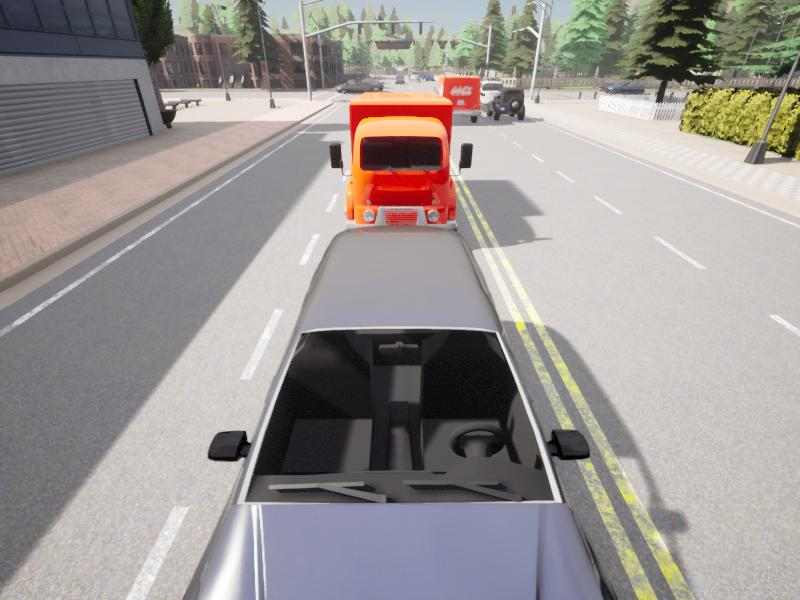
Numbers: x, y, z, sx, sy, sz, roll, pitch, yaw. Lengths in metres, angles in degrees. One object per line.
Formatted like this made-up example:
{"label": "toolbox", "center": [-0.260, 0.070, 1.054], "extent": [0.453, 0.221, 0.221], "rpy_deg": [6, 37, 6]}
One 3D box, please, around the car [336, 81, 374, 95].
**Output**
{"label": "car", "center": [-5.618, -26.565, 50.077], "extent": [4.514, 1.525, 2.007], "rpy_deg": [0, 30, 0]}

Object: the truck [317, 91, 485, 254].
{"label": "truck", "center": [0.010, -3.248, 9.134], "extent": [2.627, 2.467, 5.204], "rpy_deg": [0, 30, 0]}

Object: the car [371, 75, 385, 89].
{"label": "car", "center": [-3.455, -34.789, 63.830], "extent": [2.097, 1.767, 4.553], "rpy_deg": [0, 30, 0]}

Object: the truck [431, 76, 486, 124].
{"label": "truck", "center": [3.527, -12.772, 25.400], "extent": [2.627, 2.467, 5.204], "rpy_deg": [0, 29, 0]}

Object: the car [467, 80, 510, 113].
{"label": "car", "center": [7.025, -16.593, 32.410], "extent": [2.150, 2.045, 5.566], "rpy_deg": [0, 30, 0]}

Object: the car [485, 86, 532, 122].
{"label": "car", "center": [7.024, -12.957, 26.336], "extent": [1.905, 1.878, 3.866], "rpy_deg": [0, 30, 0]}

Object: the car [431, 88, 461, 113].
{"label": "car", "center": [3.527, -15.618, 31.252], "extent": [1.845, 1.501, 3.633], "rpy_deg": [0, 30, 0]}

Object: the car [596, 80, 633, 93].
{"label": "car", "center": [28.225, -28.129, 52.644], "extent": [3.633, 1.501, 1.845], "rpy_deg": [0, 30, 0]}

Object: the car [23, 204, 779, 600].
{"label": "car", "center": [-0.007, 0.769, 3.059], "extent": [2.242, 1.667, 4.611], "rpy_deg": [0, 30, 0]}

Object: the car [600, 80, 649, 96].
{"label": "car", "center": [27.763, -26.350, 49.629], "extent": [4.611, 1.667, 2.242], "rpy_deg": [0, 30, 0]}

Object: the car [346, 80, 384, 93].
{"label": "car", "center": [-4.539, -28.350, 53.110], "extent": [4.792, 1.488, 2.163], "rpy_deg": [0, 30, 0]}
